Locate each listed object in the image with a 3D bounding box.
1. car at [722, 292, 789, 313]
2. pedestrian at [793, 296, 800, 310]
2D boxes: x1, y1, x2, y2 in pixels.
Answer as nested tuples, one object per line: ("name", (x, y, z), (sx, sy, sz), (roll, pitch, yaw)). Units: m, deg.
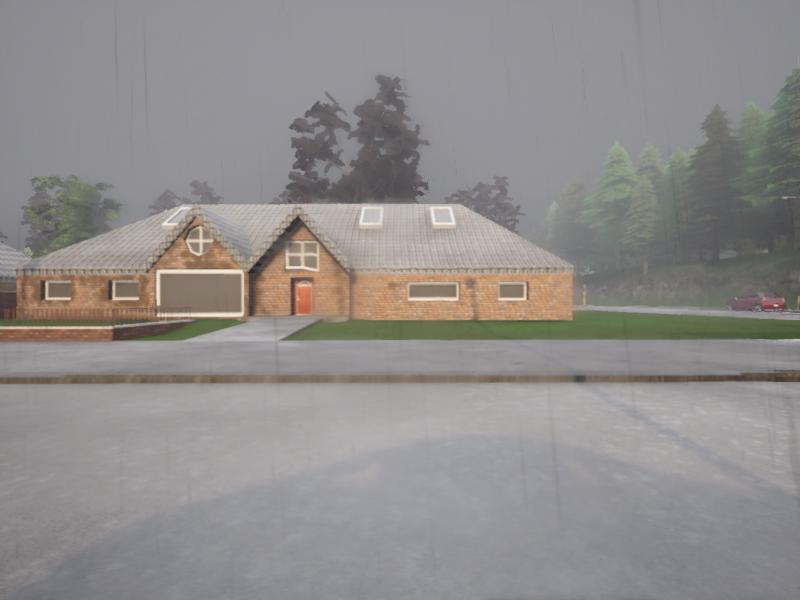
("car", (26.703, 0.158, 30.218), (1.845, 1.501, 3.633), (0, 0, 0))
("pedestrian", (30.905, 0.233, 31.089), (0.500, 1.100, 0.500), (0, 0, 41))
